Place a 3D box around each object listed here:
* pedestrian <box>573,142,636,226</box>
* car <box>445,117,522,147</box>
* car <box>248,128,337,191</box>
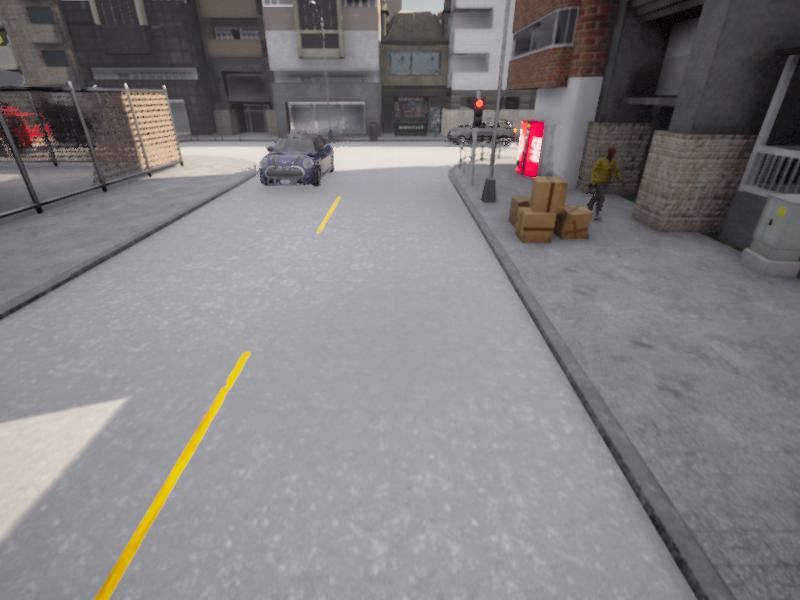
[{"bbox_3d":[5.008,-2.862,9.904,0.751,1.860,0.751,-4,27,-8],"label":"pedestrian"},{"bbox_3d":[5.513,-11.414,27.118,4.611,1.667,2.242,0,27,0],"label":"car"},{"bbox_3d":[-3.965,-5.678,15.775,2.097,1.767,4.553,1,27,2],"label":"car"}]
